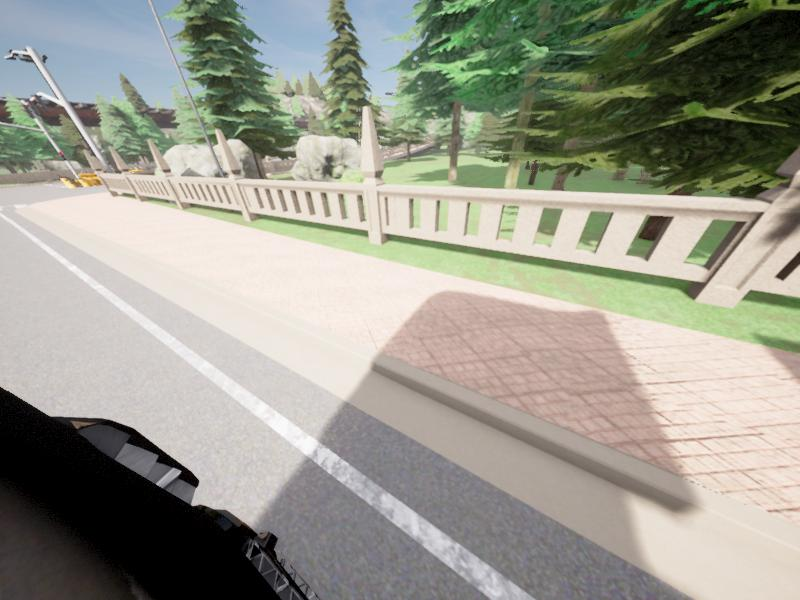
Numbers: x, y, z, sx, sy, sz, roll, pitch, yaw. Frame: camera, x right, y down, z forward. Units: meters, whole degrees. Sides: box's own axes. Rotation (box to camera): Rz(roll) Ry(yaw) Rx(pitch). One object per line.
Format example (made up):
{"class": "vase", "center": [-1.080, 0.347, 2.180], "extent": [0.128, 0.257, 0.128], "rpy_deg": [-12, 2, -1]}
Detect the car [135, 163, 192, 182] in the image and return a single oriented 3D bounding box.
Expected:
{"class": "car", "center": [-31.373, -17.105, 30.810], "extent": [2.097, 1.767, 4.553], "rpy_deg": [16, 38, 26]}

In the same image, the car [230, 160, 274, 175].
{"class": "car", "center": [-21.310, -19.212, 33.445], "extent": [2.163, 1.488, 4.792], "rpy_deg": [16, 38, 26]}
